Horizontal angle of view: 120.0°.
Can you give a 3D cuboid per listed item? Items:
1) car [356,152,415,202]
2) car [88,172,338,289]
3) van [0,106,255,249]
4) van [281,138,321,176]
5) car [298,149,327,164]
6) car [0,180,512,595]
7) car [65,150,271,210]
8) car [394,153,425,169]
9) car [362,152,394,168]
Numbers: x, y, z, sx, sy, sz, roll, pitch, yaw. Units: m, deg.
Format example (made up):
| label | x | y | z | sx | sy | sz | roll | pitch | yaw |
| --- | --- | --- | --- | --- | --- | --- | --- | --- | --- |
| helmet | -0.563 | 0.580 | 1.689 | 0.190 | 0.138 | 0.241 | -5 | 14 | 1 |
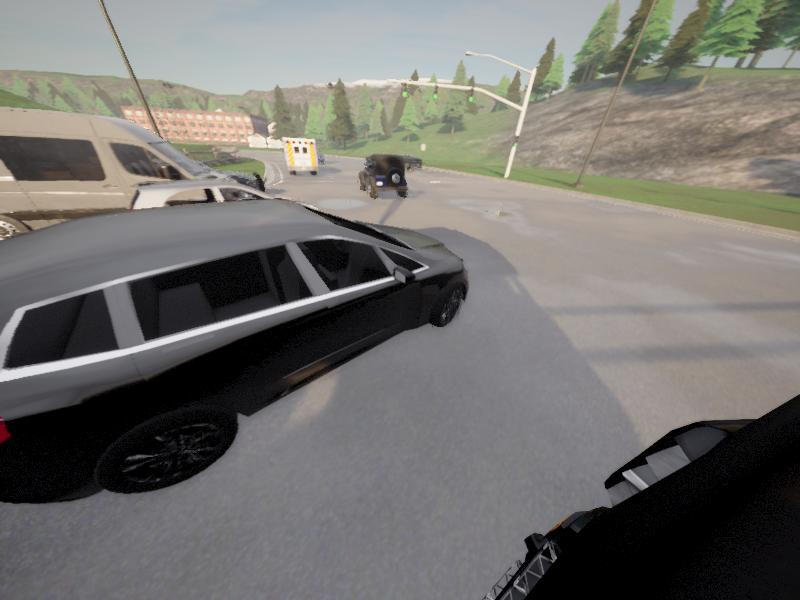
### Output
| label | x | y | z | sx | sy | sz | roll | pitch | yaw |
| --- | --- | --- | --- | --- | --- | --- | --- | --- | --- |
| car | -0.942 | -6.568 | 12.134 | 1.905 | 1.878 | 3.866 | -10 | 36 | -18 |
| car | -3.543 | -1.856 | 5.141 | 3.633 | 1.501 | 1.845 | -26 | 43 | -36 |
| van | -7.443 | -3.121 | 5.855 | 5.915 | 2.561 | 1.988 | -14 | 38 | -24 |
| van | -8.713 | -12.482 | 20.030 | 2.351 | 2.431 | 6.366 | -11 | 36 | -21 |
| car | -11.881 | -19.394 | 31.199 | 2.033 | 1.411 | 5.357 | -19 | 39 | -29 |
| car | -1.109 | -0.285 | 2.814 | 4.611 | 1.667 | 2.242 | -23 | 42 | -33 |
| car | -8.498 | -4.928 | 9.330 | 5.238 | 1.638 | 1.930 | -19 | 39 | -30 |
| car | 1.115 | -18.127 | 30.136 | 1.837 | 1.490 | 4.892 | -14 | 37 | -24 |
| car | -2.931 | -18.285 | 30.065 | 2.128 | 1.511 | 4.902 | -16 | 38 | -26 |
